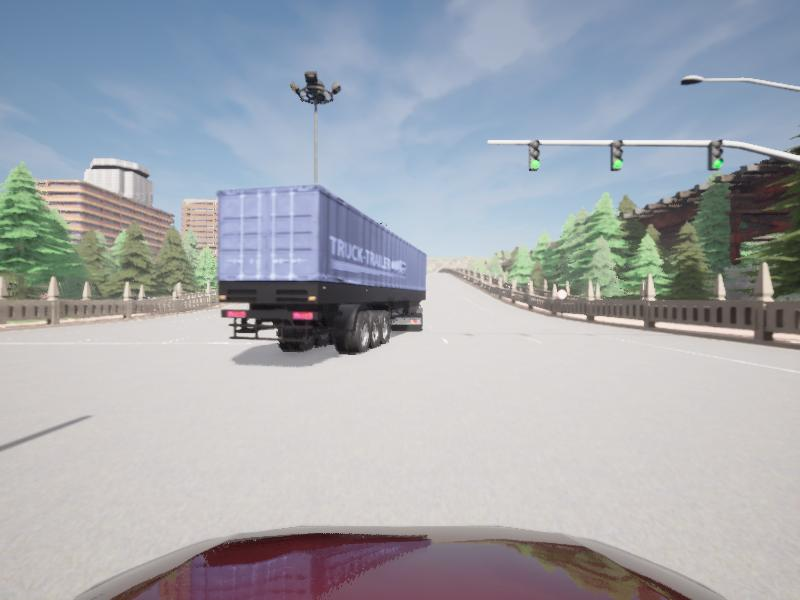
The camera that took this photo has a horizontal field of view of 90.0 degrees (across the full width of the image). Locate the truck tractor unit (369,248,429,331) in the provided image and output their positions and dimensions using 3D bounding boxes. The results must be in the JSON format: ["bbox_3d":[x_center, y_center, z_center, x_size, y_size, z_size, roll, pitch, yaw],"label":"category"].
[{"bbox_3d":[-0.028,-0.543,23.536,3.053,4.208,6.516,0,0,0],"label":"truck tractor unit"}]

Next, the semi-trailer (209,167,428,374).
[{"bbox_3d":[-1.390,-0.639,15.776,2.717,4.402,14.254,1,0,13],"label":"semi-trailer"}]
